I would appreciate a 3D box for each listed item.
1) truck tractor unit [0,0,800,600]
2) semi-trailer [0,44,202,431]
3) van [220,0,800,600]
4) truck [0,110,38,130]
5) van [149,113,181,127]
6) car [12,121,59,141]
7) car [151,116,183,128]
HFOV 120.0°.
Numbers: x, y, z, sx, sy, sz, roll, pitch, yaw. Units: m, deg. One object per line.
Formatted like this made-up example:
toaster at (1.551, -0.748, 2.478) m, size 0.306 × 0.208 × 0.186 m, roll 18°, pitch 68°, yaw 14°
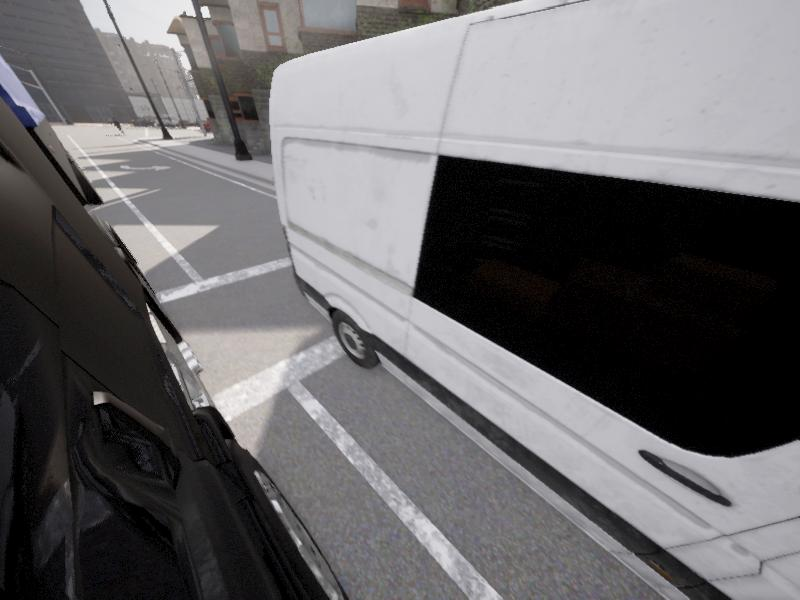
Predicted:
truck tractor unit at (-2.645, -0.295, 0.351) m, size 6.516 × 4.208 × 3.053 m, roll 28°, pitch 44°, yaw 30°
semi-trailer at (-8.702, -3.597, 4.229) m, size 14.254 × 4.402 × 2.717 m, roll 28°, pitch 44°, yaw 30°
van at (1.443, 0.028, 1.572) m, size 5.915 × 2.561 × 1.988 m, roll 30°, pitch 45°, yaw 32°
truck at (-53.266, -23.681, 30.261) m, size 2.390 × 2.098 × 6.274 m, roll -3°, pitch 37°, yaw -8°
van at (-59.029, -45.316, 58.282) m, size 1.988 × 2.561 × 5.915 m, roll -1°, pitch 37°, yaw -5°
car at (-34.374, -16.059, 21.885) m, size 4.718 × 1.301 × 1.895 m, roll 28°, pitch 44°, yaw 30°
car at (-55.216, -42.299, 54.906) m, size 2.150 × 2.045 × 5.566 m, roll -1°, pitch 37°, yaw -4°
